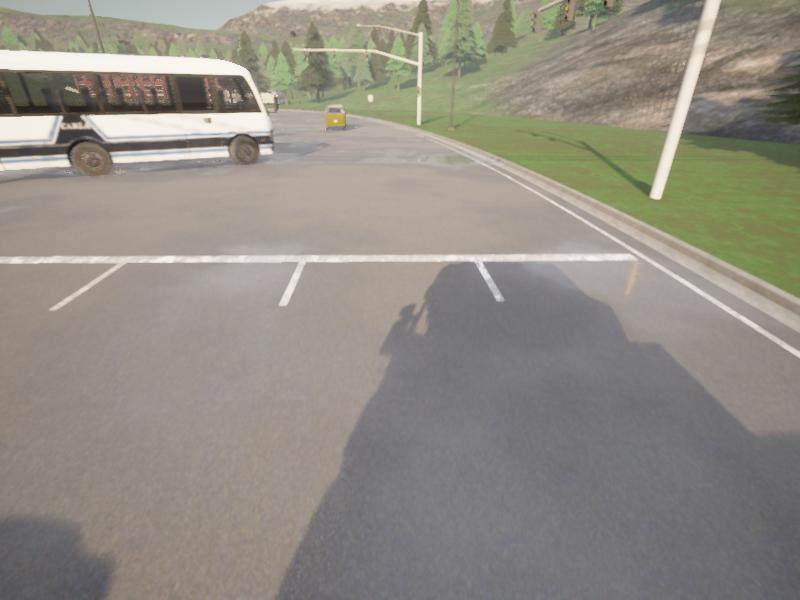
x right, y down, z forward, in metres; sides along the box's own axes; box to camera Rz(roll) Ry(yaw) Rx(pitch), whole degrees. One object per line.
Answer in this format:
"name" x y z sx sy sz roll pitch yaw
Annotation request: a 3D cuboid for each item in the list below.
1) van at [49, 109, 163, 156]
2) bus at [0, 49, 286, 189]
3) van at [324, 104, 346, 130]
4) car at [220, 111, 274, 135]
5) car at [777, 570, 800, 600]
"van" -15.956 -9.342 22.129 4.480 2.038 2.069 -12 31 -23
"bus" -10.705 -7.793 16.795 10.273 4.253 3.944 -15 34 -26
"van" -5.972 -16.936 36.928 1.775 1.987 4.442 -2 28 -7
"car" -12.448 -14.608 32.921 2.163 1.488 4.792 3 28 4
"car" 3.465 2.316 0.497 1.816 1.474 4.193 0 27 -1
